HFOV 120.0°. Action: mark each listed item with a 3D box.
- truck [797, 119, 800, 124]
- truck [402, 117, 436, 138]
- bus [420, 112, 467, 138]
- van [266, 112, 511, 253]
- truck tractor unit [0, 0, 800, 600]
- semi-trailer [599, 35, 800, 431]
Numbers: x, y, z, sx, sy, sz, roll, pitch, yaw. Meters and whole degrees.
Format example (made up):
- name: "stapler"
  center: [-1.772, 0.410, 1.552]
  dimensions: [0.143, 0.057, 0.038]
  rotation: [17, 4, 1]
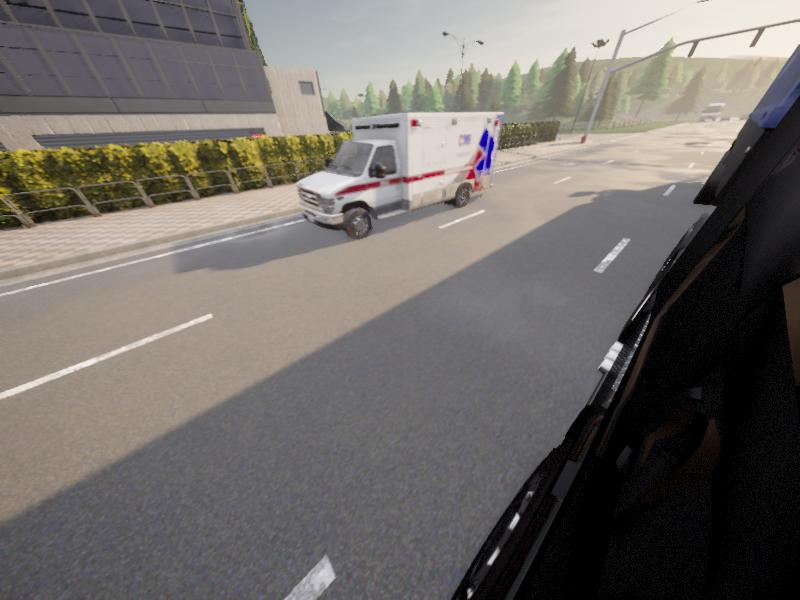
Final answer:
- name: "truck"
  center: [71.894, -31.843, 39.624]
  dimensions: [5.204, 2.467, 2.627]
  rotation: [-29, 44, -31]
- name: "truck"
  center: [4.343, -40.829, 54.813]
  dimensions: [2.891, 3.827, 8.468]
  rotation: [-28, 44, -30]
- name: "bus"
  center: [9.773, -40.454, 53.608]
  dimensions: [3.944, 4.253, 10.273]
  rotation: [-28, 44, -30]
- name: "van"
  center: [0.225, -3.860, 6.781]
  dimensions: [6.366, 2.431, 2.351]
  rotation: [-29, 44, -31]
- name: "truck tractor unit"
  center: [2.645, -0.295, 0.351]
  dimensions: [6.516, 4.208, 3.053]
  rotation: [-28, 44, -30]
- name: "semi-trailer"
  center: [8.658, -3.629, 4.271]
  dimensions: [14.254, 4.402, 2.717]
  rotation: [-29, 44, -30]
